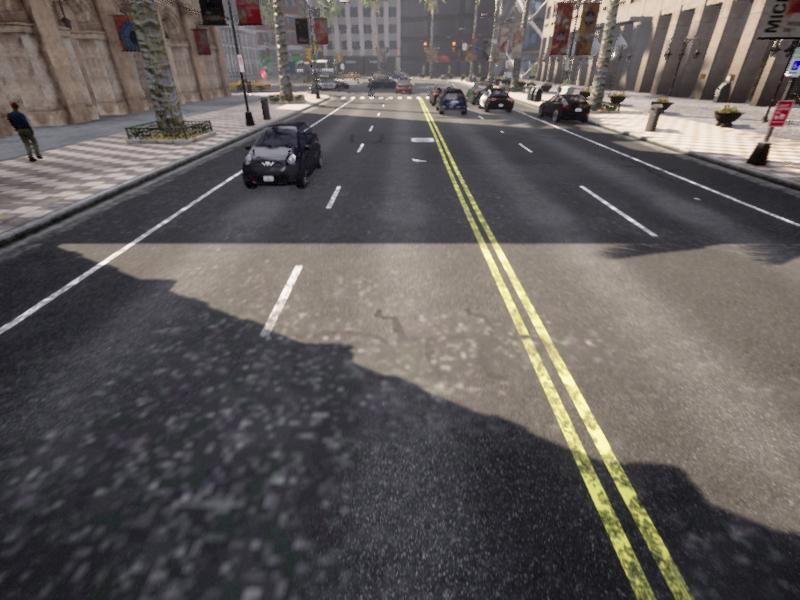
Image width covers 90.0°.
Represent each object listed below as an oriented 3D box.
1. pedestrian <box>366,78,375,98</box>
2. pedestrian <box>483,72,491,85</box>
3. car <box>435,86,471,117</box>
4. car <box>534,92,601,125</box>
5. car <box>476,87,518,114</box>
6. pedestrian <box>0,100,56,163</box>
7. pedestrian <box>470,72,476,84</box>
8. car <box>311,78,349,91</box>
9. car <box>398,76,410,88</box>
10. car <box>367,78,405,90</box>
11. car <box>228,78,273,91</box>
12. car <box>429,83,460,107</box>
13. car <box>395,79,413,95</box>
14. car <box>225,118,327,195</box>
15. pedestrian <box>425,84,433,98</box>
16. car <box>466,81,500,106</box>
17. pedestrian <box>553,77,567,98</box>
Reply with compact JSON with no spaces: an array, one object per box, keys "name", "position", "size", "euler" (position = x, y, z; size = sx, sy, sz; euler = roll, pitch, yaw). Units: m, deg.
[{"name":"pedestrian","position":[-3.148,-22.556,42.559],"size":[0.751,1.860,0.751],"euler":[-7,31,-11]},{"name":"pedestrian","position":[14.388,-36.693,66.369],"size":[0.751,1.860,0.751],"euler":[-19,35,-29]},{"name":"car","position":[3.742,-14.517,29.127],"size":[2.033,1.649,4.856],"euler":[0,30,1]},{"name":"car","position":[10.386,-12.195,25.317],"size":[2.163,1.488,4.792],"euler":[0,30,0]},{"name":"car","position":[7.260,-15.340,30.627],"size":[2.038,1.542,4.974],"euler":[0,30,0]},{"name":"pedestrian","position":[-12.608,-5.668,13.456],"size":[0.751,1.860,0.751],"euler":[-5,31,-8]},{"name":"pedestrian","position":[13.002,-39.517,71.185],"size":[0.751,1.860,0.751],"euler":[6,31,10]},{"name":"car","position":[-9.556,-29.612,54.967],"size":[4.974,1.542,2.038],"euler":[-2,30,-3]},{"name":"car","position":[0.611,-35.067,64.322],"size":[1.970,1.475,3.806],"euler":[0,30,0]},{"name":"car","position":[-1.999,-31.433,58.207],"size":[5.357,1.411,2.033],"euler":[-20,36,-30]},{"name":"car","position":[-20.378,-29.506,54.732],"size":[5.366,1.575,1.801],"euler":[0,30,0]},{"name":"car","position":[3.812,-17.992,35.012],"size":[2.242,1.667,4.611],"euler":[0,30,0]},{"name":"car","position":[0.478,-26.254,49.288],"size":[2.163,1.488,4.792],"euler":[0,30,0]},{"name":"car","position":[-3.474,-4.421,12.004],"size":[1.845,1.501,3.633],"euler":[0,31,0]},{"name":"pedestrian","position":[3.119,-22.588,43.168],"size":[0.751,1.300,0.751],"euler":[-1,30,-2]},{"name":"car","position":[7.323,-18.625,35.969],"size":[2.097,1.767,4.553],"euler":[0,30,1]},{"name":"pedestrian","position":[16.259,-21.633,40.686],"size":[0.751,1.860,0.751],"euler":[1,30,2]}]
